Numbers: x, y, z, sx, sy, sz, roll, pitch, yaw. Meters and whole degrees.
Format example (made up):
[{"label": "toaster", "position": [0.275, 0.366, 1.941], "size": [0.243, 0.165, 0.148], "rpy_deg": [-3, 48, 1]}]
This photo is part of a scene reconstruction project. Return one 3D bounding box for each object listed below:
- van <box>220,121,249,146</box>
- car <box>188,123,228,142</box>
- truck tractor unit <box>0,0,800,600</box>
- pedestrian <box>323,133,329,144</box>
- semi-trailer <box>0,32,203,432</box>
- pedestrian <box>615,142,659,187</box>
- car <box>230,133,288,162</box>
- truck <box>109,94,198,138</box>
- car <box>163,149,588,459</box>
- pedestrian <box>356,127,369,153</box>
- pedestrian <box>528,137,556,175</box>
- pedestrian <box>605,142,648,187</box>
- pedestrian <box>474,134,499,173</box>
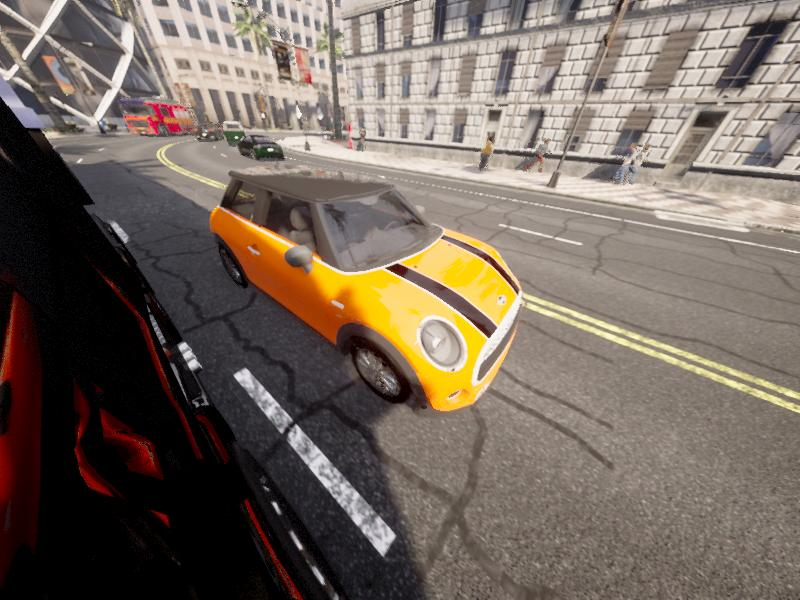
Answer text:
[{"label": "van", "position": [-17.487, -17.751, 24.577], "size": [1.775, 1.987, 4.442], "rpy_deg": [-16, 41, -23]}, {"label": "car", "position": [-23.060, -20.370, 28.017], "size": [2.152, 1.651, 5.027], "rpy_deg": [-10, 39, -17]}, {"label": "truck tractor unit", "position": [-2.645, -0.295, 0.351], "size": [6.516, 4.208, 3.053], "rpy_deg": [28, 44, 30]}, {"label": "pedestrian", "position": [-8.933, -19.430, 27.822], "size": [0.500, 1.100, 0.500], "rpy_deg": [-12, 39, -19]}, {"label": "semi-trailer", "position": [-8.783, -3.550, 4.138], "size": [14.254, 4.402, 2.717], "rpy_deg": [27, 43, 29]}, {"label": "pedestrian", "position": [12.153, -6.988, 11.933], "size": [0.751, 1.860, 0.751], "rpy_deg": [23, 41, 25]}, {"label": "car", "position": [-10.096, -10.993, 16.544], "size": [4.181, 1.385, 1.994], "rpy_deg": [32, 46, 33]}, {"label": "truck", "position": [-31.062, -23.600, 29.974], "size": [2.891, 3.827, 8.468], "rpy_deg": [-3, 37, -8]}, {"label": "car", "position": [-0.674, -0.765, 3.134], "size": [4.553, 1.767, 2.097], "rpy_deg": [27, 43, 28]}, {"label": "pedestrian", "position": [-3.360, -14.461, 20.909], "size": [0.751, 1.860, 0.751], "rpy_deg": [23, 41, 25]}, {"label": "pedestrian", "position": [8.701, -8.836, 14.177], "size": [0.751, 1.860, 0.751], "rpy_deg": [26, 43, 28]}, {"label": "pedestrian", "position": [11.413, -6.859, 11.712], "size": [0.751, 1.860, 0.751], "rpy_deg": [25, 42, 26]}, {"label": "pedestrian", "position": [5.141, -8.704, 13.769], "size": [0.751, 1.860, 0.751], "rpy_deg": [25, 42, 27]}]
